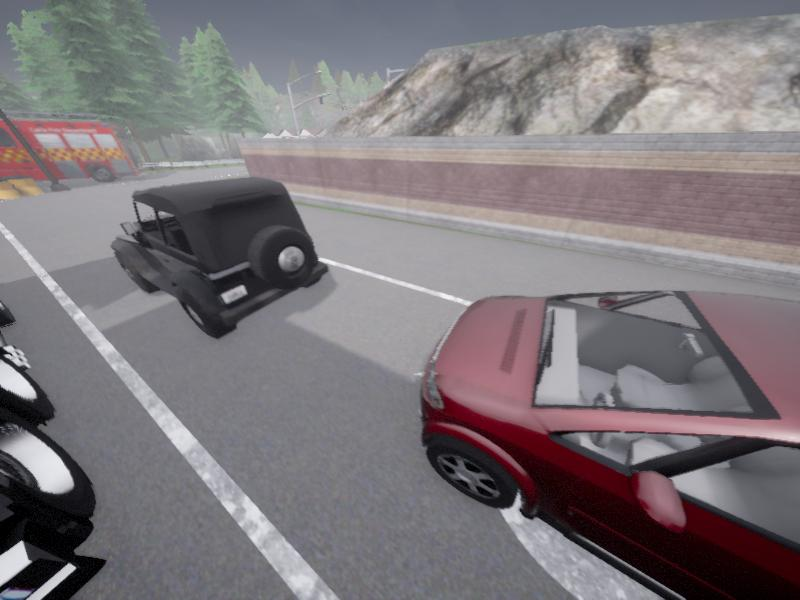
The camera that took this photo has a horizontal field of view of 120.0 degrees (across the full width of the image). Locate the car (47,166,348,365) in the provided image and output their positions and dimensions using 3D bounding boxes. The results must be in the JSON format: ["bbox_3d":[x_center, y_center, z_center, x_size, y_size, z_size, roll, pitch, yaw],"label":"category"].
[{"bbox_3d":[-3.113,-0.984,3.831,3.866,1.878,1.905,18,39,25],"label":"car"}]

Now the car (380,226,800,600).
[{"bbox_3d":[1.954,0.844,1.430,3.705,1.549,1.789,19,39,25],"label":"car"}]

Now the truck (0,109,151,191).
[{"bbox_3d":[-22.636,-9.360,14.457,8.468,3.827,2.891,-21,40,-27],"label":"truck"}]

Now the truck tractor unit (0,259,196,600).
[{"bbox_3d":[-5.110,-0.298,0.803,6.516,4.208,3.053,18,39,25],"label":"truck tractor unit"}]

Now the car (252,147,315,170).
[{"bbox_3d":[-11.027,-13.790,22.354,2.038,1.542,4.974,18,39,25],"label":"car"}]
